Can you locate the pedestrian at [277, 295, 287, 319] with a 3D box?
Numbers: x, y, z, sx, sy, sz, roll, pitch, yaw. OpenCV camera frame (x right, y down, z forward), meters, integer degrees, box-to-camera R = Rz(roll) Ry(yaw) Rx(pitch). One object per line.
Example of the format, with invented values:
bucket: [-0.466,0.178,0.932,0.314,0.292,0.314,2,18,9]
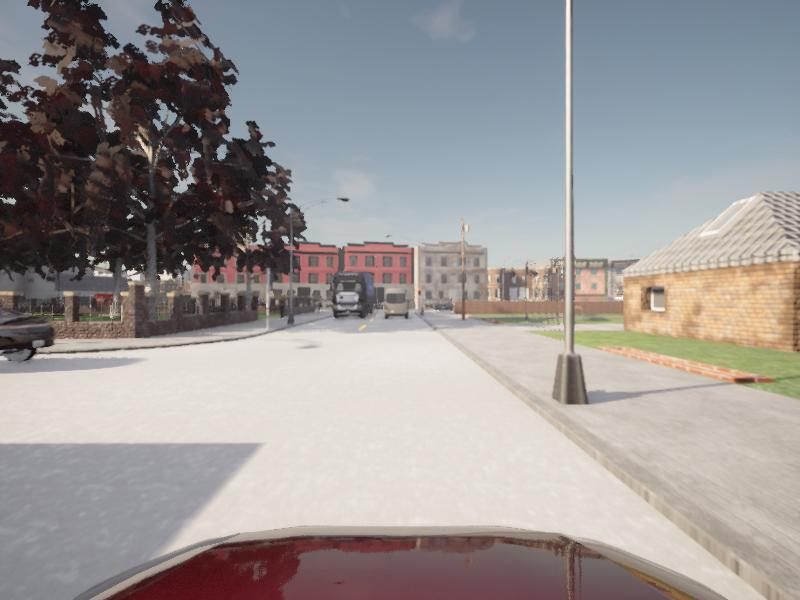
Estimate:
pedestrian: [-9.404,0.525,31.800,0.751,1.860,0.751,0,0,-20]

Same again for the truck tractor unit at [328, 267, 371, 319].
truck tractor unit: [-4.298,-0.532,35.414,3.053,4.208,6.516,0,0,-1]

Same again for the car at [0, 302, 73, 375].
car: [-10.940,0.831,9.215,4.902,1.511,2.128,0,0,-5]

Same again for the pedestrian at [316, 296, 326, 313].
pedestrian: [-8.735,0.522,44.029,0.751,1.860,0.751,0,0,30]

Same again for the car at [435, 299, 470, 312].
car: [7.179,0.741,55.240,4.611,1.667,2.242,0,0,2]

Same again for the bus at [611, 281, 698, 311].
bus: [37.087,-0.548,58.705,10.273,4.253,3.944,0,0,0]

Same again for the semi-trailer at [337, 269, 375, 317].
semi-trailer: [-4.433,-0.629,43.325,2.717,4.402,14.254,0,0,-1]

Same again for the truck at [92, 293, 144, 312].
truck: [-38.215,0.340,54.350,5.204,2.467,2.627,0,0,0]

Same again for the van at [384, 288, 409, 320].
van: [-0.274,0.313,34.871,1.988,2.561,5.915,0,0,0]
